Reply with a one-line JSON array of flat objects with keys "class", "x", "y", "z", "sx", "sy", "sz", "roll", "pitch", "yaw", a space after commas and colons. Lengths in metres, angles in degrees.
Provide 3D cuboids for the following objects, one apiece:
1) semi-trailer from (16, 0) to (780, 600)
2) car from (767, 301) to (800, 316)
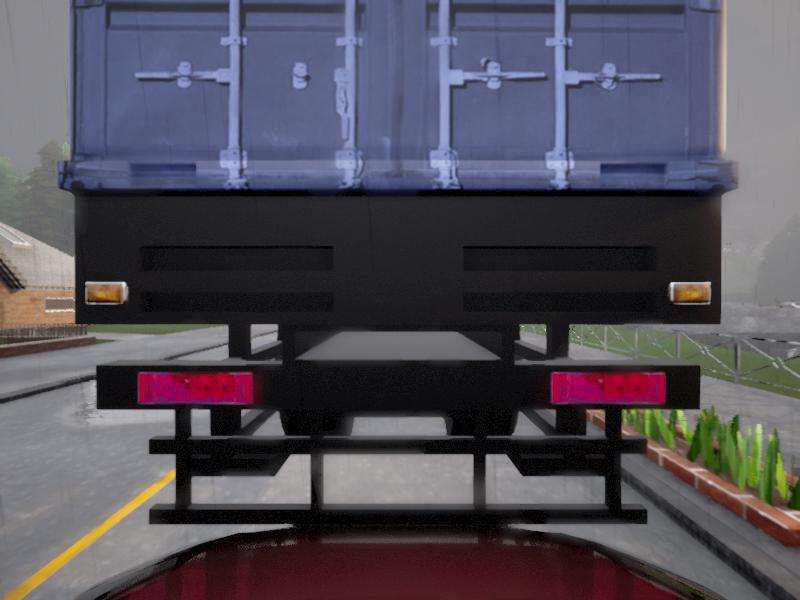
[{"class": "semi-trailer", "x": -0.012, "y": -0.619, "z": 8.551, "sx": 2.717, "sy": 4.402, "sz": 14.254, "roll": 0, "pitch": 0, "yaw": 0}, {"class": "car", "x": 42.258, "y": 0.831, "z": 42.325, "sx": 4.974, "sy": 1.542, "sz": 2.038, "roll": 0, "pitch": 0, "yaw": 0}]
